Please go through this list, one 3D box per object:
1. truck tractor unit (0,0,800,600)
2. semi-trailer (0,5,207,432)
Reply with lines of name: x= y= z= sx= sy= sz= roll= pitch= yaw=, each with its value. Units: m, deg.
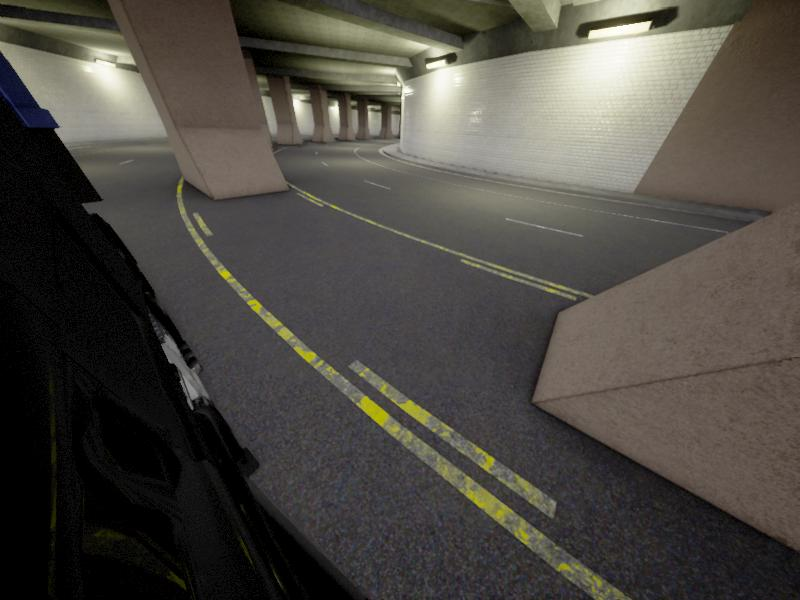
truck tractor unit: x=-2.645 y=-0.295 z=0.351 sx=6.516 sy=4.208 sz=3.053 roll=28 pitch=44 yaw=30
semi-trailer: x=-9.026 y=-3.368 z=3.861 sx=14.254 sy=4.402 sz=2.717 roll=24 pitch=42 yaw=26
